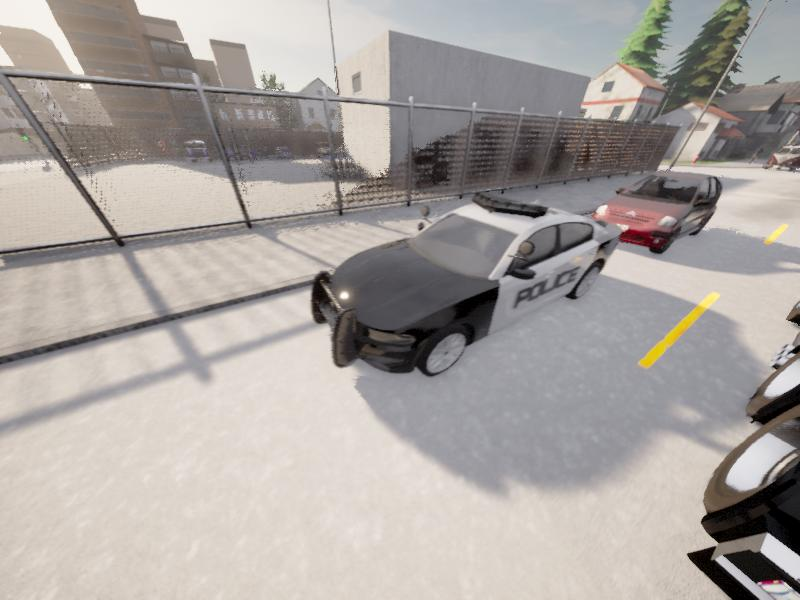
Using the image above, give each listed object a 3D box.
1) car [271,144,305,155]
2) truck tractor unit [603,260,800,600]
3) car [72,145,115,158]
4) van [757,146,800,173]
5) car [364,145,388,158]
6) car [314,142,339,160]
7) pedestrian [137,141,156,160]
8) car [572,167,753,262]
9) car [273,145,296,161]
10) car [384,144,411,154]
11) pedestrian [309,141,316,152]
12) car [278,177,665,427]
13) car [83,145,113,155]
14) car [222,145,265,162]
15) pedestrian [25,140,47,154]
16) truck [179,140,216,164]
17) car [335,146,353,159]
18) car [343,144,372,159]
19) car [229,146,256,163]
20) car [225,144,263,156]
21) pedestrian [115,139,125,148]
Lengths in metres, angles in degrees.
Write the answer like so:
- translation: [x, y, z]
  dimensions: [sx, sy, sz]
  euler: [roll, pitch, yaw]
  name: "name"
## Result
- translation: [-19.585, -26.340, 40.397]
  dimensions: [4.892, 1.490, 1.837]
  euler: [-19, 39, -26]
  name: "car"
- translation: [5.104, -0.307, 0.793]
  dimensions: [6.516, 4.208, 3.053]
  euler: [-19, 39, -24]
  name: "truck tractor unit"
- translation: [-43.698, -21.346, 33.093]
  dimensions: [2.033, 1.411, 5.357]
  euler: [-19, 39, -25]
  name: "car"
- translation: [36.773, -13.204, 21.576]
  dimensions: [4.442, 1.987, 1.775]
  euler: [-11, 36, -16]
  name: "van"
- translation: [-3.657, -22.109, 34.305]
  dimensions: [1.816, 1.474, 4.193]
  euler: [-19, 39, -25]
  name: "car"
- translation: [-9.821, -19.860, 30.713]
  dimensions: [1.905, 1.878, 3.866]
  euler: [-19, 39, -25]
  name: "car"
- translation: [-29.399, -17.339, 26.827]
  dimensions: [0.751, 1.860, 0.751]
  euler: [-25, 42, -32]
  name: "pedestrian"
- translation: [7.123, -2.567, 6.353]
  dimensions: [3.988, 1.617, 1.851]
  euler: [-19, 39, -25]
  name: "car"
- translation: [-14.694, -18.701, 29.302]
  dimensions: [1.845, 1.501, 3.633]
  euler: [-19, 39, -25]
  name: "car"
- translation: [-0.552, -30.014, 45.832]
  dimensions: [4.902, 1.511, 2.128]
  euler: [-18, 39, -24]
  name: "car"
- translation: [-16.752, -29.465, 44.371]
  dimensions: [0.751, 1.860, 0.751]
  euler: [4, 35, 5]
  name: "pedestrian"
- translation: [1.332, -0.688, 3.570]
  dimensions: [5.238, 1.638, 1.930]
  euler: [-19, 39, -25]
  name: "car"
- translation: [-54.702, -27.295, 41.936]
  dimensions: [1.970, 1.475, 3.806]
  euler: [-19, 39, -25]
  name: "car"
- translation: [-18.226, -17.143, 27.013]
  dimensions: [3.705, 1.547, 1.789]
  euler: [-19, 39, -25]
  name: "car"
- translation: [-55.741, -23.468, 35.405]
  dimensions: [0.751, 1.860, 0.751]
  euler: [-18, 39, -25]
  name: "pedestrian"
- translation: [-21.989, -16.291, 25.336]
  dimensions: [2.069, 2.038, 4.478]
  euler: [-19, 39, -25]
  name: "truck"
- translation: [-7.523, -19.886, 31.138]
  dimensions: [1.481, 1.379, 2.207]
  euler: [-19, 39, -25]
  name: "car"
- translation: [-6.005, -20.887, 32.408]
  dimensions: [2.242, 1.667, 4.611]
  euler: [-19, 39, -25]
  name: "car"
- translation: [-18.504, -17.097, 27.071]
  dimensions: [2.033, 1.415, 5.357]
  euler: [-19, 39, -25]
  name: "car"
- translation: [-25.353, -24.448, 37.612]
  dimensions: [4.902, 1.511, 2.128]
  euler: [-19, 39, -26]
  name: "car"
- translation: [-71.647, -40.067, 59.134]
  dimensions: [0.751, 1.860, 0.751]
  euler: [-23, 41, -30]
  name: "pedestrian"
